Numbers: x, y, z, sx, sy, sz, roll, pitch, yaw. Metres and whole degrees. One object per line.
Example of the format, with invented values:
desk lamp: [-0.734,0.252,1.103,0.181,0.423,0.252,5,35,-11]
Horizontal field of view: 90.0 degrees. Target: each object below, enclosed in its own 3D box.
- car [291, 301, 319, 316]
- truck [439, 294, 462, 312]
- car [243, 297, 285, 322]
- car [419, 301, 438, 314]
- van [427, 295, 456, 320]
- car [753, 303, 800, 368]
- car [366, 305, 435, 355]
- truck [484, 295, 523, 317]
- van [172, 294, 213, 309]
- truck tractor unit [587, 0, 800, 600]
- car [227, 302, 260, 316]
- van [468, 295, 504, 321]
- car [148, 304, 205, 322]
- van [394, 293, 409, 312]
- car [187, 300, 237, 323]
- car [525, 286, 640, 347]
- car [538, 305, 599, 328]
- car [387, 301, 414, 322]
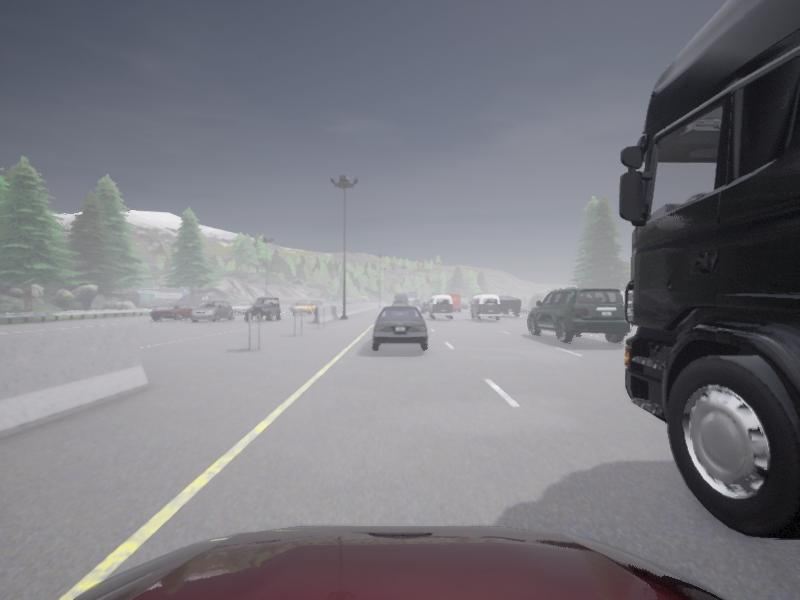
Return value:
car: [-10.472,0.873,44.406,1.801,1.575,5.366,0,0,0]
truck: [7.047,0.429,56.334,2.627,2.467,5.204,0,-1,0]
car: [-10.481,0.695,31.093,1.905,1.878,3.866,0,0,0]
car: [3.534,0.914,50.384,2.128,1.511,4.902,0,0,0]
van: [3.551,0.626,35.061,2.069,2.038,4.480,0,0,0]
car: [10.505,0.842,8.499,2.007,1.525,4.514,0,0,0]
car: [0.011,0.917,14.410,2.033,1.411,5.357,0,0,0]
truck: [10.526,0.606,41.265,2.390,2.098,6.274,0,0,0]
van: [-34.783,0.208,67.191,5.915,2.561,1.988,0,0,0]
truck tractor unit: [3.506,-0.524,0.957,3.053,4.208,6.516,0,0,0]
car: [-17.472,0.939,44.927,1.812,1.442,4.674,0,0,0]
van: [7.021,0.622,33.105,2.069,2.038,4.480,0,0,0]
car: [-17.480,0.992,31.583,1.895,1.301,4.718,0,0,0]
van: [0.131,0.406,57.472,1.988,2.561,5.915,0,-1,-1]
car: [-13.984,0.835,29.979,1.851,1.617,3.988,0,0,0]
car: [7.012,0.589,16.245,2.150,2.045,5.566,0,-1,0]
car: [10.517,0.983,25.451,1.895,1.301,4.718,0,0,0]
car: [0.021,0.876,32.775,2.038,1.542,4.974,0,0,0]
